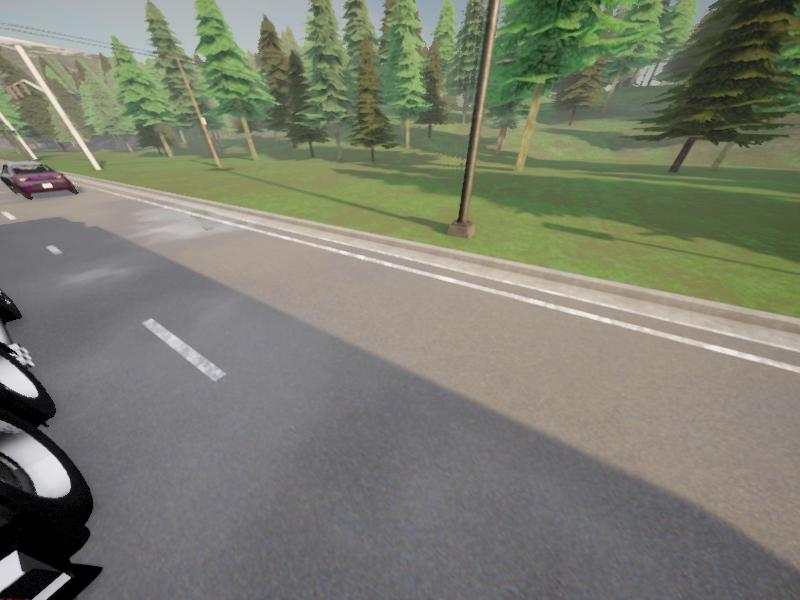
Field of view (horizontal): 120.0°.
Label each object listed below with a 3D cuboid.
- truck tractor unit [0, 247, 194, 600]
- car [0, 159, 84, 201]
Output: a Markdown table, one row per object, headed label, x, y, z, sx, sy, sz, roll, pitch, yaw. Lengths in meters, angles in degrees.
| label | x | y | z | sx | sy | sz | roll | pitch | yaw |
| --- | --- | --- | --- | --- | --- | --- | --- | --- | --- |
| truck tractor unit | -5.083 | -0.328 | 0.821 | 6.516 | 4.208 | 3.053 | 19 | 39 | 25 |
| car | -18.759 | -6.256 | 11.850 | 4.193 | 1.474 | 1.816 | 18 | 39 | 24 |
